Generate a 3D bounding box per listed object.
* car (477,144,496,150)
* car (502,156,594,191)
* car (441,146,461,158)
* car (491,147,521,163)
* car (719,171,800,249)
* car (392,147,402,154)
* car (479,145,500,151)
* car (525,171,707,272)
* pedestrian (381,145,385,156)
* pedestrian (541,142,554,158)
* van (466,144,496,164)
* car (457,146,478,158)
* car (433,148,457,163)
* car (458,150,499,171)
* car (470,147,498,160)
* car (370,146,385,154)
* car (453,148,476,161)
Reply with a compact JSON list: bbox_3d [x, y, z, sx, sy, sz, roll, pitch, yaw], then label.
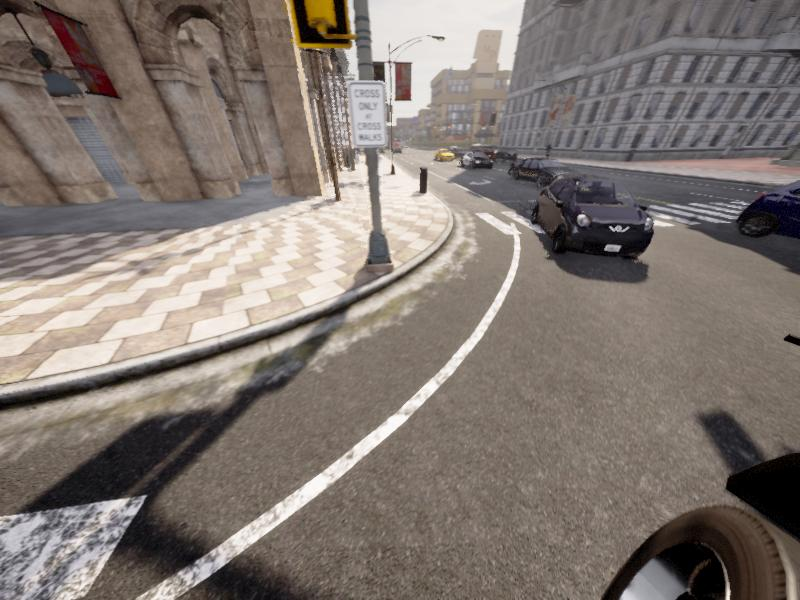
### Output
[{"bbox_3d":[27.264,-48.206,72.834,4.792,1.488,2.163,-4,34,-5],"label":"car"},{"bbox_3d":[8.873,-8.158,14.605,2.033,1.411,5.357,-4,34,-5],"label":"car"},{"bbox_3d":[8.808,-25.694,40.090,2.242,1.667,4.611,-2,34,-2],"label":"car"},{"bbox_3d":[13.759,-19.012,30.268,1.789,1.549,3.705,-4,34,-5],"label":"car"},{"bbox_3d":[10.778,-1.817,5.136,1.845,1.501,3.633,-10,35,-13],"label":"car"},{"bbox_3d":[-0.658,-36.570,56.527,1.994,1.385,4.181,-5,34,-5],"label":"car"},{"bbox_3d":[26.946,-46.158,69.915,5.357,1.411,2.033,-5,34,-5],"label":"car"},{"bbox_3d":[4.837,-2.329,6.035,1.845,1.501,3.633,8,35,12],"label":"car"},{"bbox_3d":[-3.658,-32.036,49.489,0.751,1.860,0.751,6,35,10],"label":"pedestrian"},{"bbox_3d":[21.173,-21.519,33.180,0.751,1.860,0.751,1,34,2],"label":"pedestrian"},{"bbox_3d":[10.306,-18.804,29.665,1.775,1.987,4.442,-4,34,-5],"label":"van"},{"bbox_3d":[12.114,-26.757,41.697,2.007,1.525,4.514,-5,34,-5],"label":"car"},{"bbox_3d":[6.330,-20.805,33.057,1.801,1.575,5.366,-4,35,-5],"label":"car"},{"bbox_3d":[7.685,-14.108,23.240,2.038,1.542,4.974,-4,35,-5],"label":"car"},{"bbox_3d":[12.954,-22.950,36.043,1.801,1.575,5.366,-5,34,-5],"label":"car"},{"bbox_3d":[-5.835,-39.143,60.272,3.633,1.501,1.845,-4,34,-5],"label":"car"},{"bbox_3d":[9.627,-21.933,34.725,1.816,1.474,4.193,-5,34,-5],"label":"car"}]
